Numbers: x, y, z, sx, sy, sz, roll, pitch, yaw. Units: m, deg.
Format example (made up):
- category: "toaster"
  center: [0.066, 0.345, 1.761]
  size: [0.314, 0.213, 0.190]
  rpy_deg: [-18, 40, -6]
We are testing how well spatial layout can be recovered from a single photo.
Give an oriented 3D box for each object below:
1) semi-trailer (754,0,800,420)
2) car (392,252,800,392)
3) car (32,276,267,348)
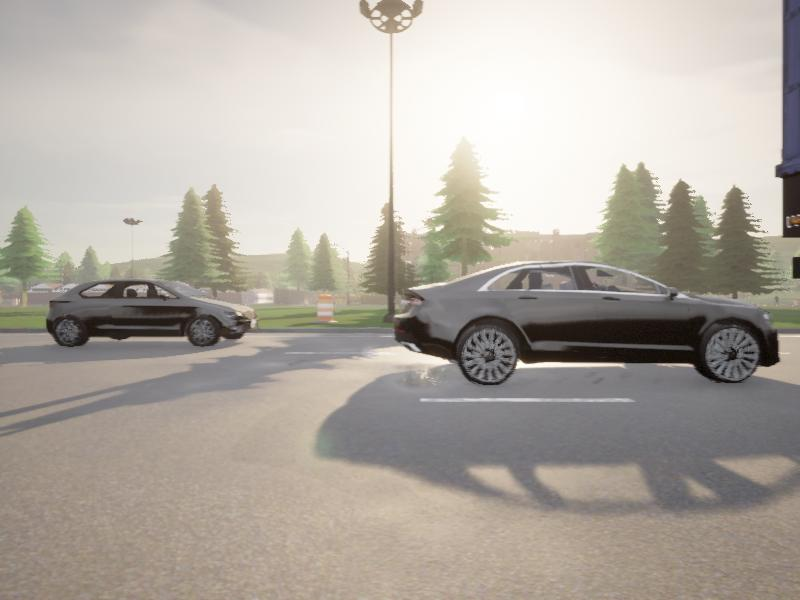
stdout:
- category: "semi-trailer"
  center: [10.375, -1.224, 3.128]
  size: [14.254, 4.402, 2.717]
  rpy_deg: [0, 1, -8]
- category: "car"
  center: [2.365, 0.237, 5.491]
  size: [4.902, 1.511, 2.128]
  rpy_deg: [0, 0, -3]
- category: "car"
  center: [-5.435, 0.252, 9.118]
  size: [4.193, 1.474, 1.816]
  rpy_deg: [0, 0, -1]
